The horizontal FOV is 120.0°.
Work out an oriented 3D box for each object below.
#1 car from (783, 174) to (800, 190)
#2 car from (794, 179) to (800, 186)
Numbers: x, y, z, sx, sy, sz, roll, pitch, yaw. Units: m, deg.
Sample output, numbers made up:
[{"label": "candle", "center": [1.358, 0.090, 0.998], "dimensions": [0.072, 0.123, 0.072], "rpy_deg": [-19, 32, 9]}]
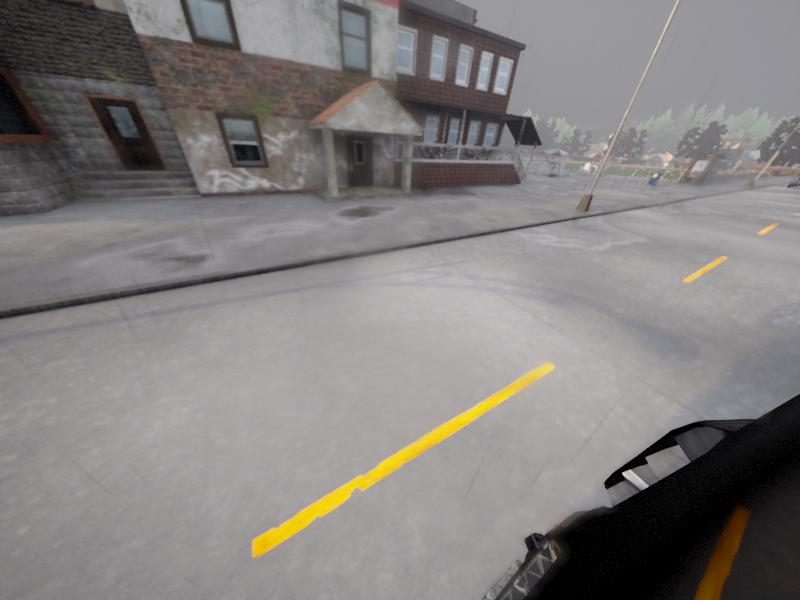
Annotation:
[{"label": "car", "center": [47.700, -13.832, 27.051], "dimensions": [5.357, 1.411, 2.033], "rpy_deg": [-16, 38, -26]}, {"label": "car", "center": [55.231, -16.000, 30.758], "dimensions": [4.514, 1.525, 2.007], "rpy_deg": [-16, 38, -26]}]
